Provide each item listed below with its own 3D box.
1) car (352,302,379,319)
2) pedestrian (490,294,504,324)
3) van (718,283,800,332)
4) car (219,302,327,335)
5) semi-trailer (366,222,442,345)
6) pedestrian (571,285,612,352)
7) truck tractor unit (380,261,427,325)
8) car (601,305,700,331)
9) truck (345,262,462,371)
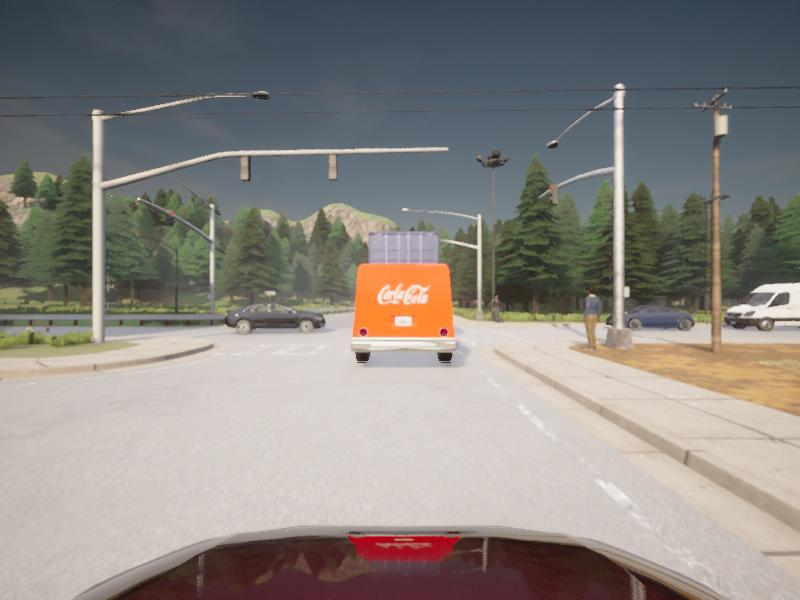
[{"bbox_3d":[-3.152,0.953,37.644,2.033,1.411,5.357,0,0,1],"label":"car"},{"bbox_3d":[6.226,0.548,25.580,0.751,1.860,0.751,0,0,22],"label":"pedestrian"},{"bbox_3d":[21.157,0.375,21.845,5.915,2.561,1.988,0,0,2],"label":"van"},{"bbox_3d":[-6.211,0.889,20.111,4.902,1.511,2.128,0,0,-12],"label":"car"},{"bbox_3d":[0.201,-0.573,21.381,2.717,4.402,14.254,0,0,1],"label":"semi-trailer"},{"bbox_3d":[5.492,0.504,11.508,0.751,1.860,0.751,0,0,-19],"label":"pedestrian"},{"bbox_3d":[0.272,-0.473,29.291,3.053,4.208,6.516,0,0,1],"label":"truck tractor unit"},{"bbox_3d":[13.675,0.963,22.047,4.181,1.385,1.994,0,0,2],"label":"car"},{"bbox_3d":[0.106,0.375,11.601,2.627,2.467,5.204,0,0,1],"label":"truck"}]
